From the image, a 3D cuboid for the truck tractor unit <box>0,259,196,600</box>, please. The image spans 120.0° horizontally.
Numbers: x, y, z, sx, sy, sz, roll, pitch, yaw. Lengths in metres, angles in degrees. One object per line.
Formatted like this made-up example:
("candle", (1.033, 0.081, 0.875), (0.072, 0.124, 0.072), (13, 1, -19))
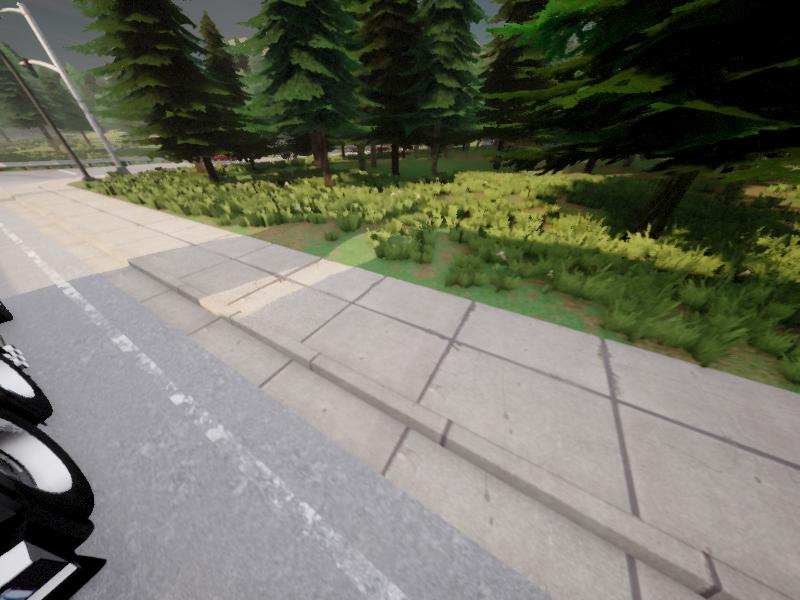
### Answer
("truck tractor unit", (-5.103, -0.308, 0.793), (6.516, 4.208, 3.053), (19, 39, 25))
